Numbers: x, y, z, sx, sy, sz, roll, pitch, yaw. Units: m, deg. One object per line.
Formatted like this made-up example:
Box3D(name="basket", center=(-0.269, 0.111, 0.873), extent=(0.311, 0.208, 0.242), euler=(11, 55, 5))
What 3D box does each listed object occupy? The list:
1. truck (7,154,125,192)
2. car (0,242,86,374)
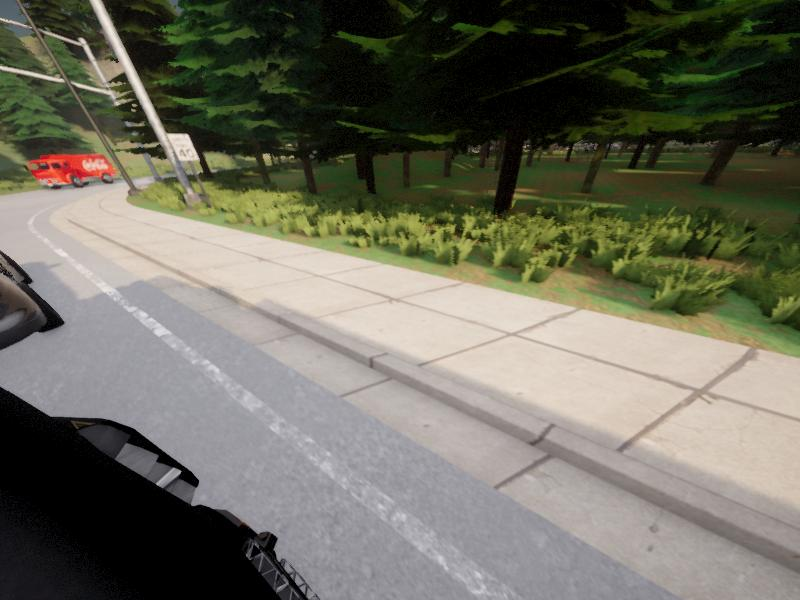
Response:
Box3D(name="truck", center=(-29.142, -11.539, 20.677), extent=(2.627, 2.467, 5.204), euler=(-6, 34, -6))
Box3D(name="car", center=(-7.083, -0.175, 3.055), extent=(4.611, 1.667, 2.242), euler=(17, 38, 26))
